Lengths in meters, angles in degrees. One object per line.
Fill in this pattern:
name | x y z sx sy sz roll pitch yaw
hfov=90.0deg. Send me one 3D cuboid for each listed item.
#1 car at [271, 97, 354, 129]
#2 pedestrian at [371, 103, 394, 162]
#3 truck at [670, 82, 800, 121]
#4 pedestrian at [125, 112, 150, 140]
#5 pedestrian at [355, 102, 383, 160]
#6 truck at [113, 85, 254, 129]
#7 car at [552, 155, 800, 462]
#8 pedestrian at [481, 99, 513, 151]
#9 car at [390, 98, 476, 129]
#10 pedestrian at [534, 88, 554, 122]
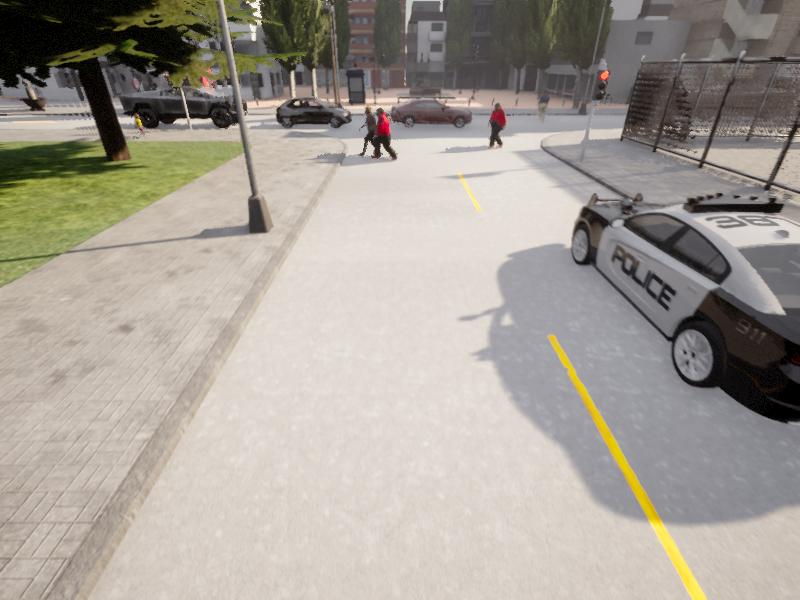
car | -4.872 -10.677 22.807 4.193 1.474 1.816 1 30 2
pedestrian | -0.599 -5.996 14.370 0.751 1.860 0.751 0 30 -1
truck | 21.930 -13.056 26.275 6.274 2.098 2.390 0 30 0
pedestrian | -11.925 -7.927 18.216 0.500 1.100 0.500 -1 30 -2
pedestrian | -1.129 -6.222 14.757 0.751 1.860 0.751 -11 32 -19
truck | -12.016 -10.977 22.699 6.274 2.098 2.390 0 30 0
car | 4.059 -0.597 5.401 1.930 1.638 5.238 0 30 -1
pedestrian | 3.961 -7.186 16.409 0.751 1.860 0.751 -15 34 -24
car | 1.794 -10.714 22.906 4.674 1.442 1.812 0 30 0
pedestrian | 8.916 -12.086 24.795 0.751 1.860 0.751 5 31 8
